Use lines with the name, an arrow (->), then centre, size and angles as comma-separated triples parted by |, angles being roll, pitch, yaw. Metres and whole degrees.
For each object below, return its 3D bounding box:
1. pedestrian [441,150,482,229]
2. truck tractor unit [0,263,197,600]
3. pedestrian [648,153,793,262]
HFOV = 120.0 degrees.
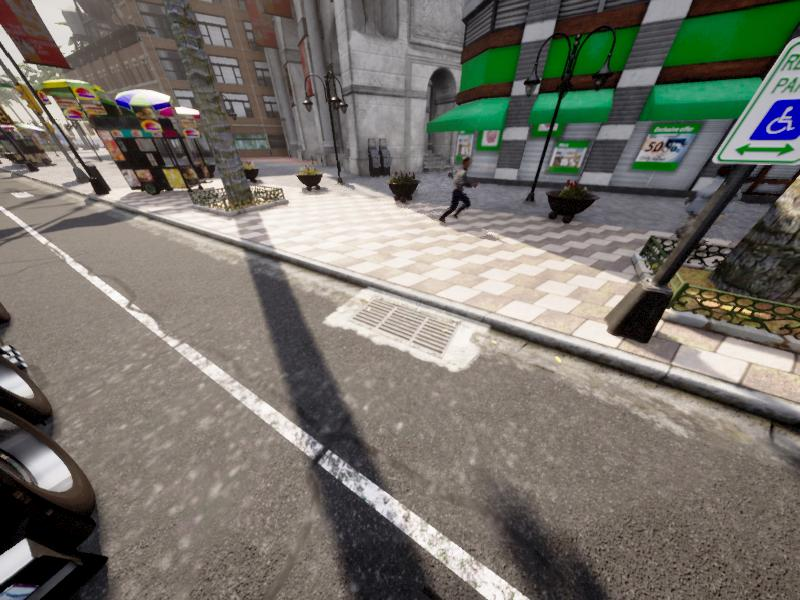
pedestrian -> 1.692, -3.073, 6.458 | 0.751, 1.860, 0.751 | 12, 37, 17
truck tractor unit -> -5.109, -0.303, 0.784 | 6.516, 4.208, 3.053 | 18, 39, 24
pedestrian -> 6.134, -1.827, 4.634 | 0.751, 1.860, 0.751 | 18, 39, 25
